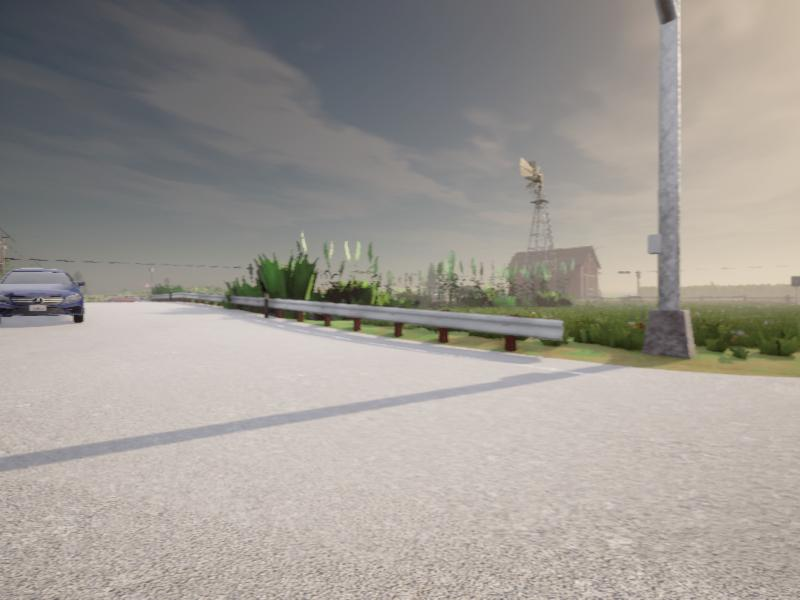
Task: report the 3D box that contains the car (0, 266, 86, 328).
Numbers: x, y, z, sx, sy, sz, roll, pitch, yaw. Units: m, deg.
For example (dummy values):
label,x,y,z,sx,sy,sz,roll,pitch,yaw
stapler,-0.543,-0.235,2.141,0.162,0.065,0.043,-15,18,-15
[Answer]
label,x,y,z,sx,sy,sz,roll,pitch,yaw
car,-10.304,-0.180,11.455,1.812,1.442,4.674,0,3,-41

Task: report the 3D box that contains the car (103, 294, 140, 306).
label,x,y,z,sx,sy,sz,roll,pitch,yaw
car,-36.399,0.011,52.276,3.806,1.475,1.970,0,0,-40
